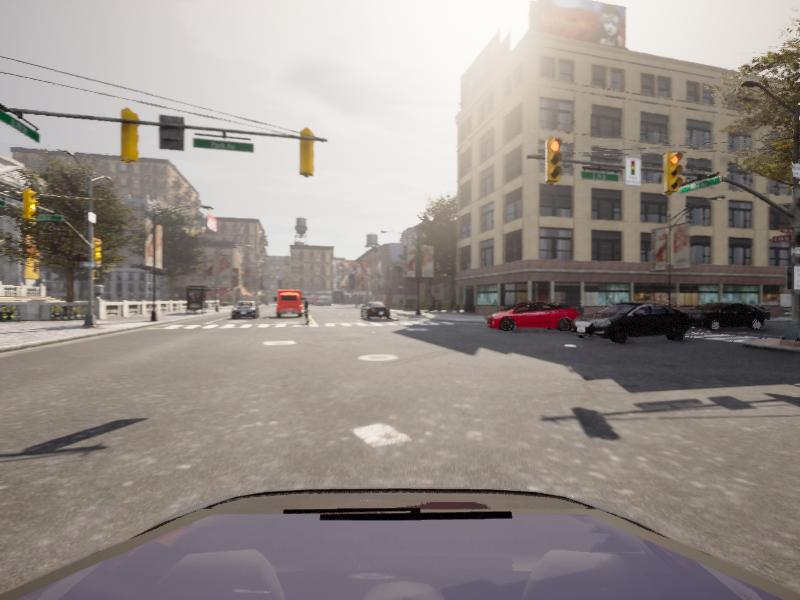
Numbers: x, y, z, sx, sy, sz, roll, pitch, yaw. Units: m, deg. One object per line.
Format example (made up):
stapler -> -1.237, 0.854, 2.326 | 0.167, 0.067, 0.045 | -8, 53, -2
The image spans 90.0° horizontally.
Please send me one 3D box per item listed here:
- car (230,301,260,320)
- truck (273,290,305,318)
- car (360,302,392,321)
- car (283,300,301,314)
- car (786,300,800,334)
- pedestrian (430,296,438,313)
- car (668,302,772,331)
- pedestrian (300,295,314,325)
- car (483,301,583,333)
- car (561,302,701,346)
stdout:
car -> -13.048, 0.833, 33.907 | 1.970, 1.475, 3.806 | 0, 0, -14
truck -> -10.267, 0.342, 37.167 | 2.627, 2.467, 5.204 | 0, 0, -15
car -> -2.063, 0.869, 33.261 | 1.812, 1.442, 4.674 | 0, 0, -15
car -> -13.092, 0.809, 48.456 | 2.007, 1.525, 4.514 | 0, 0, -14
car -> 21.038, 0.828, 19.150 | 3.988, 1.617, 1.851 | 0, 0, -14
pedestrian -> 3.884, 0.497, 45.619 | 0.751, 1.860, 0.751 | 0, 0, -18
car -> 17.455, 0.880, 21.872 | 4.892, 1.490, 1.837 | 1, 0, -14
pedestrian -> -5.990, 0.629, 25.735 | 0.751, 1.860, 0.751 | 0, 0, -25
car -> 6.754, 0.843, 20.662 | 4.514, 1.525, 2.007 | 0, 0, 2
car -> 9.133, 0.855, 15.848 | 4.902, 1.511, 2.128 | 0, 0, -20
